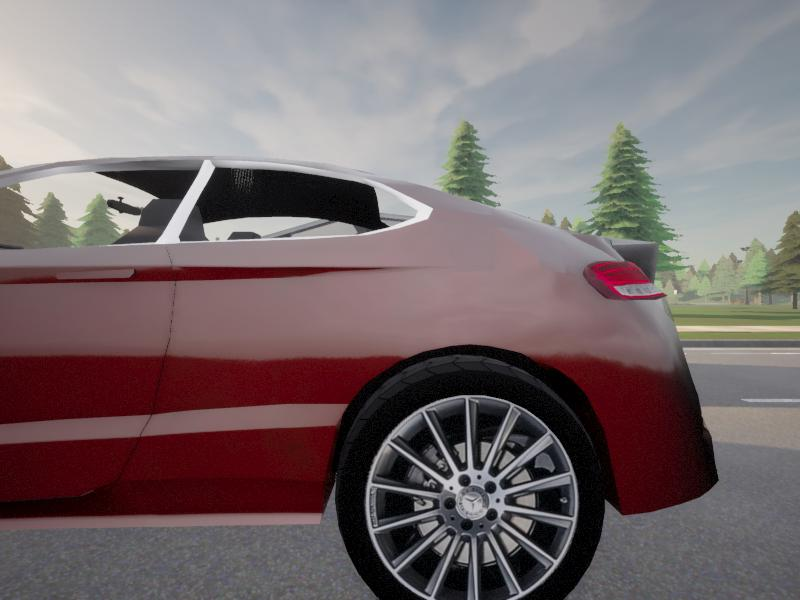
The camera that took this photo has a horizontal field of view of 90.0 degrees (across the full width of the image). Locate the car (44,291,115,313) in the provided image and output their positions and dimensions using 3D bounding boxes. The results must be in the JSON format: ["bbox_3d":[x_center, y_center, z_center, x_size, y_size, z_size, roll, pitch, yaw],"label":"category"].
[{"bbox_3d":[-26.721,0.154,33.598,2.033,1.649,4.856,0,0,1],"label":"car"}]

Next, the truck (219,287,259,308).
[{"bbox_3d":[-19.529,-0.258,48.828,2.627,2.467,5.204,0,0,1],"label":"truck"}]

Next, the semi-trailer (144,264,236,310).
[{"bbox_3d":[-23.038,-1.241,45.429,2.717,4.402,14.254,0,0,1],"label":"semi-trailer"}]

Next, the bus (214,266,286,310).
[{"bbox_3d":[-15.969,-1.147,43.767,3.944,4.253,10.273,0,0,1],"label":"bus"}]

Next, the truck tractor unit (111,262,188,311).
[{"bbox_3d":[-23.167,-1.148,37.513,3.053,4.208,6.516,0,0,1],"label":"truck tractor unit"}]

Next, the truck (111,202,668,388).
[{"bbox_3d":[-0.117,-0.058,5.701,6.274,2.098,2.390,0,0,0],"label":"truck"}]

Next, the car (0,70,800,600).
[{"bbox_3d":[-1.307,0.179,2.200,5.027,1.651,2.152,0,0,0],"label":"car"}]
